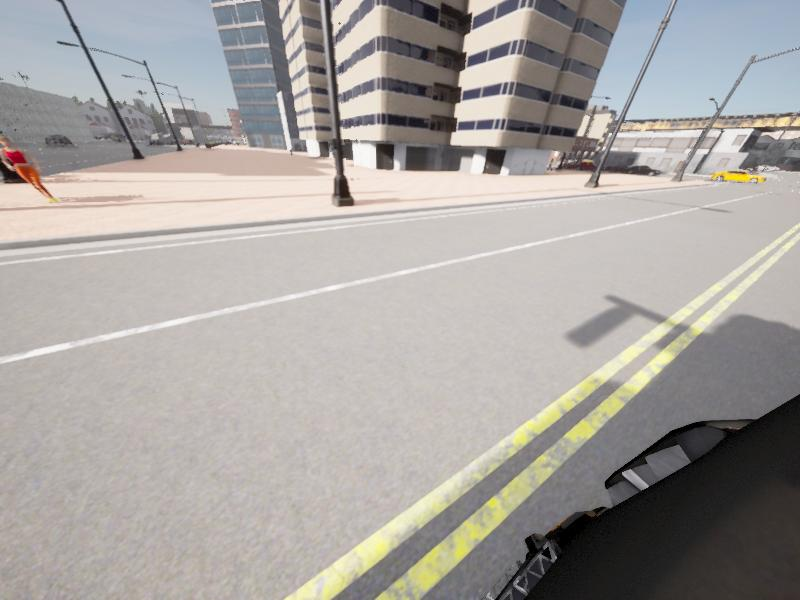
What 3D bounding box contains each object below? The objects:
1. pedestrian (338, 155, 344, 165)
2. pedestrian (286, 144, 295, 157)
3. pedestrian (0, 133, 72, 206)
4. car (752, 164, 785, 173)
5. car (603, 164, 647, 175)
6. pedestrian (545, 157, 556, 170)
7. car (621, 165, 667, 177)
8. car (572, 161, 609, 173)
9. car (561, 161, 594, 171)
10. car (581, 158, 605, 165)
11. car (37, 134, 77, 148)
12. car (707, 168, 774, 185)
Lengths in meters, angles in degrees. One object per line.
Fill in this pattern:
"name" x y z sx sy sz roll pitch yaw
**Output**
"pedestrian" -7.549 -17.921 29.508 0.500 1.100 0.500 9 34 9
"pedestrian" -18.299 -25.019 38.677 0.751 1.860 0.751 -21 40 -31
"pedestrian" -11.416 -3.968 7.080 0.751 1.860 0.751 -22 41 -33
"car" 90.736 -32.520 56.957 1.812 1.442 4.674 14 36 16
"car" 40.939 -23.929 42.176 2.033 1.411 5.357 -16 37 -26
"pedestrian" 26.286 -23.767 40.286 0.751 1.860 0.751 -16 38 -26
"car" 39.857 -21.251 37.915 1.812 1.442 4.674 -16 37 -26
"car" 35.801 -25.152 43.553 2.033 1.649 4.856 -16 37 -26
"car" 36.736 -27.906 48.062 2.163 1.488 4.792 -16 37 -26
"car" 59.766 -42.927 71.678 2.152 1.636 5.027 -16 38 -26
"car" -51.879 -24.153 35.050 1.789 1.549 3.705 -15 38 -25
"car" 47.783 -17.474 32.591 1.882 1.535 5.008 -16 38 -26
